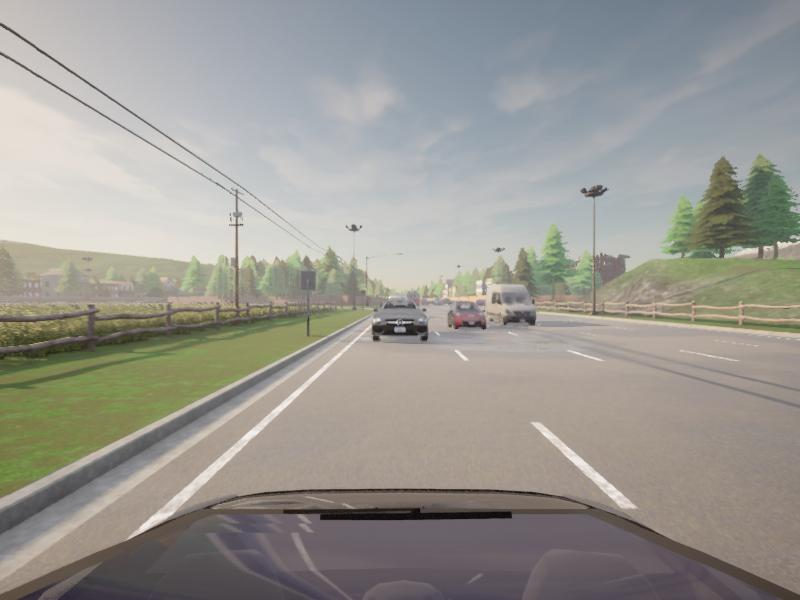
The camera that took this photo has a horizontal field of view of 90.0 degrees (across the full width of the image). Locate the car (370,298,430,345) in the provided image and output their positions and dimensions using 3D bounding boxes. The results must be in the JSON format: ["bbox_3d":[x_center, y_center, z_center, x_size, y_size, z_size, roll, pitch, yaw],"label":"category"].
[{"bbox_3d":[-0.003,0.765,16.713,2.152,1.651,5.027,0,0,0],"label":"car"}]

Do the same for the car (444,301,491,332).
[{"bbox_3d":[3.496,0.808,21.339,1.845,1.501,3.633,0,0,0],"label":"car"}]

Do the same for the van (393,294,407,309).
[{"bbox_3d":[-0.012,0.317,68.363,2.351,2.431,6.366,0,0,0],"label":"van"}]

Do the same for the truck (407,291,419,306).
[{"bbox_3d":[3.481,-0.420,106.419,2.891,3.827,8.468,0,0,0],"label":"truck"}]

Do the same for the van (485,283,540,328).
[{"bbox_3d":[7.052,0.297,25.847,1.988,2.561,5.915,0,0,1],"label":"van"}]
